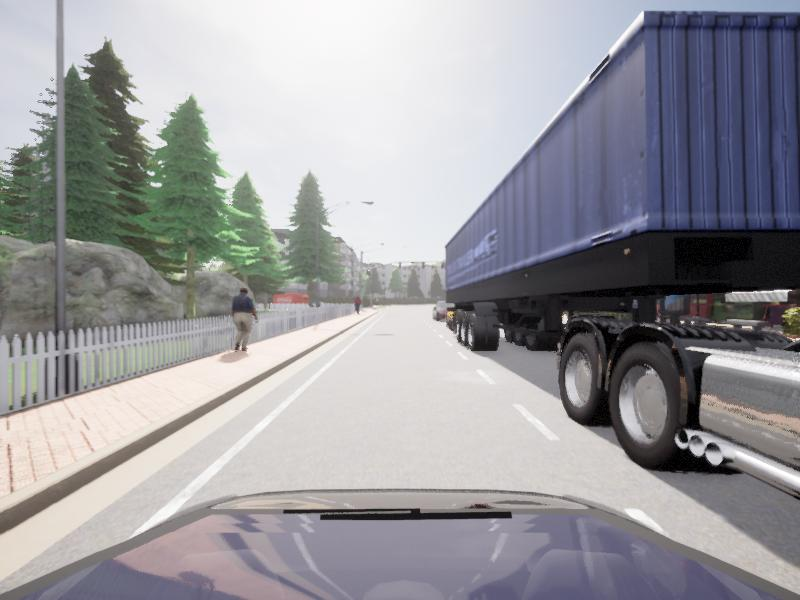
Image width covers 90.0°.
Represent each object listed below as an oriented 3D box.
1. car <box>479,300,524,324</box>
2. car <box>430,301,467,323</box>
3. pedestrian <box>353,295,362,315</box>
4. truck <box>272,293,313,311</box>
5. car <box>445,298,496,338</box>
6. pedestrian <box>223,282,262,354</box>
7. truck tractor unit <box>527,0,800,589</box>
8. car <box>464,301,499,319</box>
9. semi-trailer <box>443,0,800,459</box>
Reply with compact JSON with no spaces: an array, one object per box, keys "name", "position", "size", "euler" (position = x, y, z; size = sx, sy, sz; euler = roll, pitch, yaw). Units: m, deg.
[{"name":"car","position":[7.069,0.787,28.355],"size":[1.882,1.535,5.008],"euler":[0,0,-1]},{"name":"car","position":[3.529,0.814,29.807],"size":[2.163,1.488,4.792],"euler":[0,0,0]},{"name":"pedestrian","position":[-3.933,0.440,37.335],"size":[0.751,1.860,0.751],"euler":[0,0,0]},{"name":"truck","position":[-15.619,0.285,58.514],"size":[5.204,2.467,2.627],"euler":[0,0,2]},{"name":"car","position":[3.442,0.775,20.413],"size":[1.801,1.575,5.366],"euler":[1,2,2]},{"name":"pedestrian","position":[-4.244,0.471,10.807],"size":[0.751,1.860,0.751],"euler":[0,0,0]},{"name":"truck tractor unit","position":[3.649,-0.589,2.809],"size":[3.053,4.208,6.516],"euler":[5,2,0]},{"name":"car","position":[7.046,0.808,35.075],"size":[2.163,1.488,4.792],"euler":[0,0,0]},{"name":"semi-trailer","position":[3.427,-0.677,10.782],"size":[2.717,4.402,14.254],"euler":[0,-1,-1]}]
